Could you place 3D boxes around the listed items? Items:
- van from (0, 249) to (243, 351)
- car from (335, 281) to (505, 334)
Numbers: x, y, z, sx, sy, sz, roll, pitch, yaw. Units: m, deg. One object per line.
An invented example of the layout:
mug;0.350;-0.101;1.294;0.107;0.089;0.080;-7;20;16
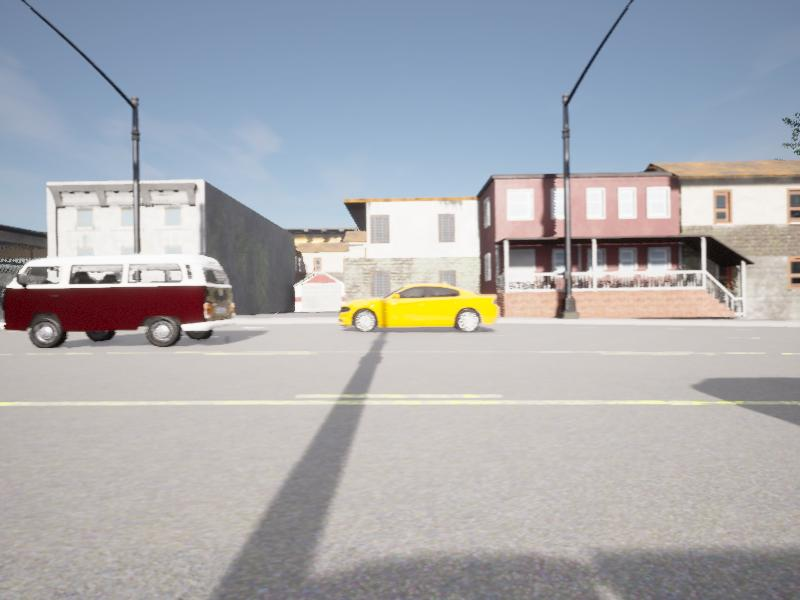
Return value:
van;-6.256;0.011;9.200;4.480;2.038;2.069;-1;0;0
car;0.586;0.223;12.701;5.008;1.535;1.882;0;0;0
